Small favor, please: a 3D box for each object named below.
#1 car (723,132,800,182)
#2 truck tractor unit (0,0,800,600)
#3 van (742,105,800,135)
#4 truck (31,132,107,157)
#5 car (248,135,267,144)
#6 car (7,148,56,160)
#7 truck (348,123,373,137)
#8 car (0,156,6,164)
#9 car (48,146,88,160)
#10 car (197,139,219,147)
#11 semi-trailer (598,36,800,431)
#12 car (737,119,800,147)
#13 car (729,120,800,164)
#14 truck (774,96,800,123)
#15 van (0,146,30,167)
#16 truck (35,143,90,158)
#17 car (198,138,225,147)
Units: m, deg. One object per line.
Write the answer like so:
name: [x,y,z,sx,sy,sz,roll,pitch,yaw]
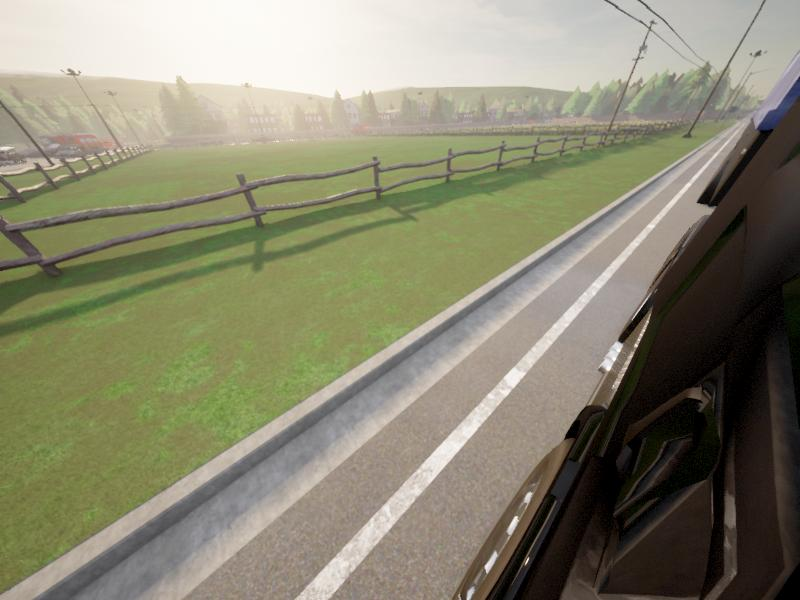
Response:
car: [15.675,-6.078,9.627,4.181,1.385,1.994,-28,43,-30]
truck tractor unit: [2.645,-0.295,0.352,6.516,4.208,3.053,-28,44,-30]
van: [40.791,-19.903,25.549,6.366,2.431,2.351,-28,44,-30]
truck: [-70.163,-33.381,49.473,2.891,3.827,8.468,2,37,7]
car: [-39.357,-44.460,63.907,3.866,1.878,1.905,-28,44,-30]
car: [-73.607,-29.275,46.298,2.152,1.651,5.027,-7,37,-5]
truck: [-14.602,-63.805,86.482,8.468,3.827,2.891,-28,44,-30]
car: [-60.341,-20.436,33.537,1.816,1.474,4.193,-28,43,-29]
car: [-57.269,-25.468,40.008,2.242,1.667,4.611,-22,41,-23]
car: [-52.274,-42.928,63.014,4.193,1.474,1.816,-28,44,-30]
semi-trailer: [8.680,-3.626,4.233,14.254,4.402,2.717,-28,43,-30]
car: [28.256,-12.831,17.710,4.792,1.488,2.163,-28,44,-30]
car: [20.685,-8.850,12.769,5.027,1.651,2.152,-28,44,-30]
truck: [76.720,-36.901,44.739,8.468,3.827,2.891,-28,44,-30]
van: [-54.514,-19.844,31.890,2.069,2.038,4.480,-28,45,-29]
truck: [-66.877,-29.864,46.013,2.390,2.098,6.274,-6,37,-5]
car: [-49.711,-41.619,60.975,5.238,1.638,1.930,-28,44,-30]
